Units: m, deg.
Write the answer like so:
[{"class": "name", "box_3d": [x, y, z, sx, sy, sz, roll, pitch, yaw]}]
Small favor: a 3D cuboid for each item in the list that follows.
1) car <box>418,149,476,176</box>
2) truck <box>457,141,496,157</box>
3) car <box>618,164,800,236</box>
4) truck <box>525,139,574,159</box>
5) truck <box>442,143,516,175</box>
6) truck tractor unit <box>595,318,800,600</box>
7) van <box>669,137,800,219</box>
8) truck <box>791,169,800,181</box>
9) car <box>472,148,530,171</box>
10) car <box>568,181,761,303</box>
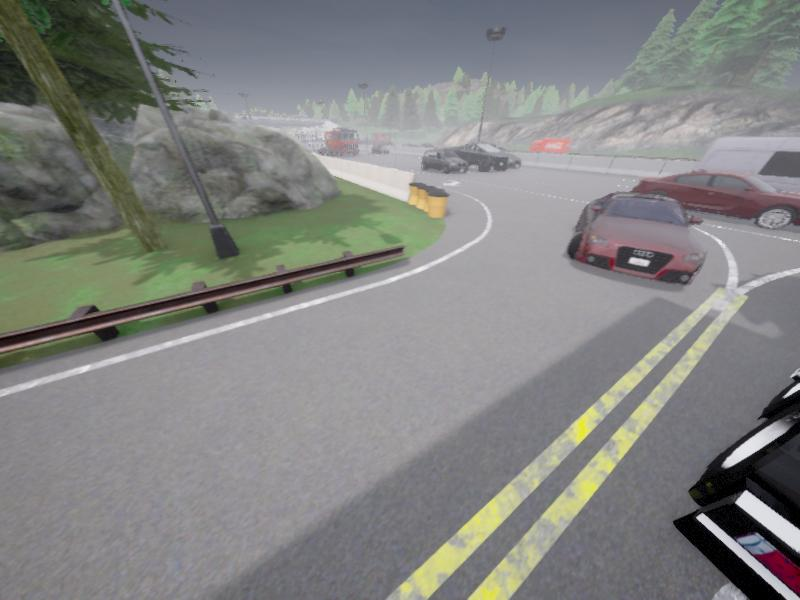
[{"class": "car", "box_3d": [3.834, -11.946, 19.898, 2.242, 1.667, 4.611, -19, 39, -25]}, {"class": "truck", "box_3d": [13.237, -26.493, 40.334, 2.390, 2.098, 6.274, -19, 40, -25]}, {"class": "car", "box_3d": [12.076, -4.029, 8.768, 1.882, 1.535, 5.008, -19, 39, -25]}, {"class": "truck", "box_3d": [22.773, -23.216, 35.399, 2.627, 2.467, 5.204, -27, 43, -33]}, {"class": "truck", "box_3d": [6.874, -13.111, 21.205, 2.390, 2.098, 6.274, -19, 39, -25]}, {"class": "truck tractor unit", "box_3d": [5.239, -0.141, 0.709, 6.516, 4.208, 3.053, -12, 37, -21]}, {"class": "van", "box_3d": [15.735, -4.835, 9.068, 1.988, 2.561, 5.915, -19, 39, -25]}, {"class": "truck", "box_3d": [31.643, -9.082, 15.269, 2.627, 2.467, 5.204, -19, 39, -25]}, {"class": "car", "box_3d": [9.815, -14.021, 22.893, 2.242, 1.667, 4.611, -19, 39, -25]}, {"class": "car", "box_3d": [5.738, -1.833, 5.746, 1.994, 1.385, 4.181, 21, 40, 26]}]
